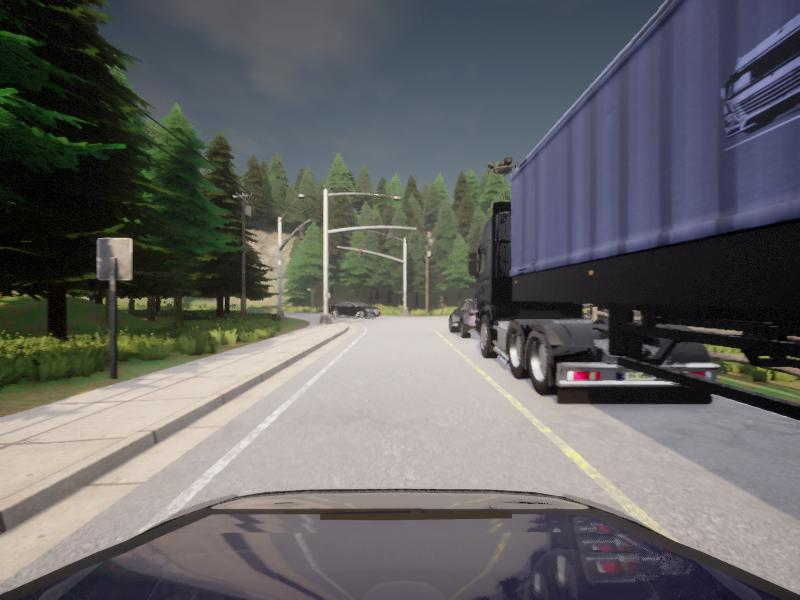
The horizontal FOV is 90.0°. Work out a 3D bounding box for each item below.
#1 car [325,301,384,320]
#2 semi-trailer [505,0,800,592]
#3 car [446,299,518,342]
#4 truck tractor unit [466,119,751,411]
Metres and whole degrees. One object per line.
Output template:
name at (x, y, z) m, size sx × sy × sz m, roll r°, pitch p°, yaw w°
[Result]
car at (-3.982, 0.828, 34.634) m, size 4.902 × 1.511 × 2.128 m, roll 0°, pitch 0°, yaw 34°
semi-trailer at (3.526, -0.618, 1.128) m, size 2.717 × 4.402 × 14.254 m, roll 0°, pitch 0°, yaw 0°
car at (3.444, 0.771, 17.802) m, size 2.033 × 1.649 × 4.856 m, roll 0°, pitch 0°, yaw -2°
truck tractor unit at (3.535, -0.518, 9.040) m, size 3.053 × 4.208 × 6.516 m, roll 0°, pitch 0°, yaw 0°
